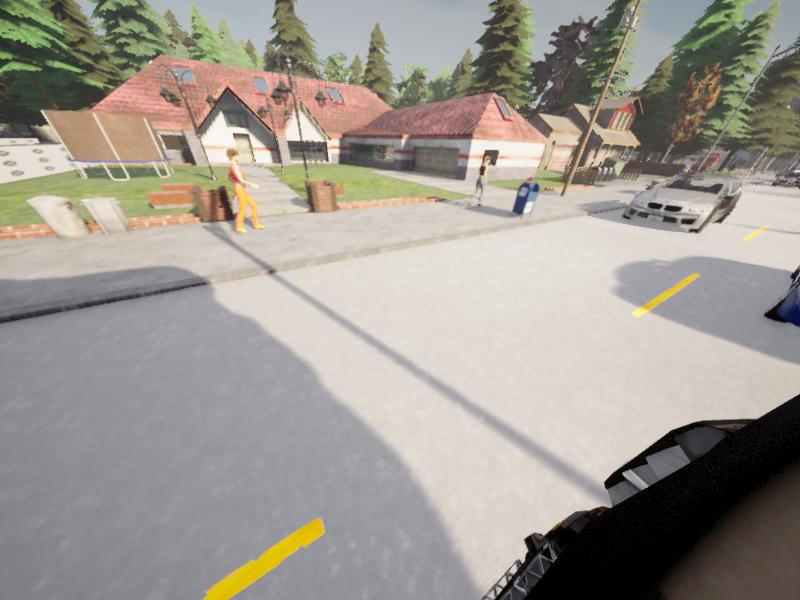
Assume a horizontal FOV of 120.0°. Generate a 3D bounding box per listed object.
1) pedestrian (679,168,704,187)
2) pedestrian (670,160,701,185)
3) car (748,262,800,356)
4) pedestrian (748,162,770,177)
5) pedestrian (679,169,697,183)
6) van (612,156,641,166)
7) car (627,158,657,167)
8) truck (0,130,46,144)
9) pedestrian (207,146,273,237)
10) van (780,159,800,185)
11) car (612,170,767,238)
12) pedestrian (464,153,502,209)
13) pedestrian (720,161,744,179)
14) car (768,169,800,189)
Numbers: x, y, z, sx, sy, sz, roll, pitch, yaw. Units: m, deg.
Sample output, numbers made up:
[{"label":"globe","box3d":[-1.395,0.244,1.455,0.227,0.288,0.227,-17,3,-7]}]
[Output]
[{"label":"pedestrian","box3d":[24.423,-10.304,19.372,0.751,1.300,0.751,30,42,34]},{"label":"pedestrian","box3d":[24.501,-10.960,19.853,0.751,1.860,0.751,-10,36,-18]},{"label":"car","box3d":[7.775,-0.282,3.381,5.008,1.535,1.882,-16,38,-26]},{"label":"pedestrian","box3d":[53.641,-19.575,34.544,0.751,1.860,0.751,22,38,26]},{"label":"pedestrian","box3d":[26.900,-11.564,21.588,0.500,1.100,0.500,-18,39,-28]},{"label":"van","box3d":[59.110,-36.340,60.388,2.069,2.038,4.480,-16,38,-26]},{"label":"car","box3d":[63.595,-36.119,60.788,2.242,1.667,4.611,-16,38,-26]},{"label":"truck","box3d":[-74.912,-31.517,44.712,6.274,2.098,2.390,-16,38,-26]},{"label":"pedestrian","box3d":[-3.837,-2.623,5.626,0.751,1.860,0.751,-19,39,-29]},{"label":"van","box3d":[48.740,-15.210,27.442,6.366,2.431,2.351,-16,38,-26]},{"label":"car","box3d":[10.823,-3.802,8.706,4.611,1.667,2.242,-16,38,-26]},{"label":"pedestrian","box3d":[3.228,-4.667,9.121,0.751,1.860,0.751,-17,38,-26]},{"label":"pedestrian","box3d":[41.378,-16.242,28.798,0.751,1.860,0.751,-16,38,-25]},{"label":"car","box3d":[39.117,-12.001,22.901,3.806,1.475,1.970,-16,38,-26]}]
